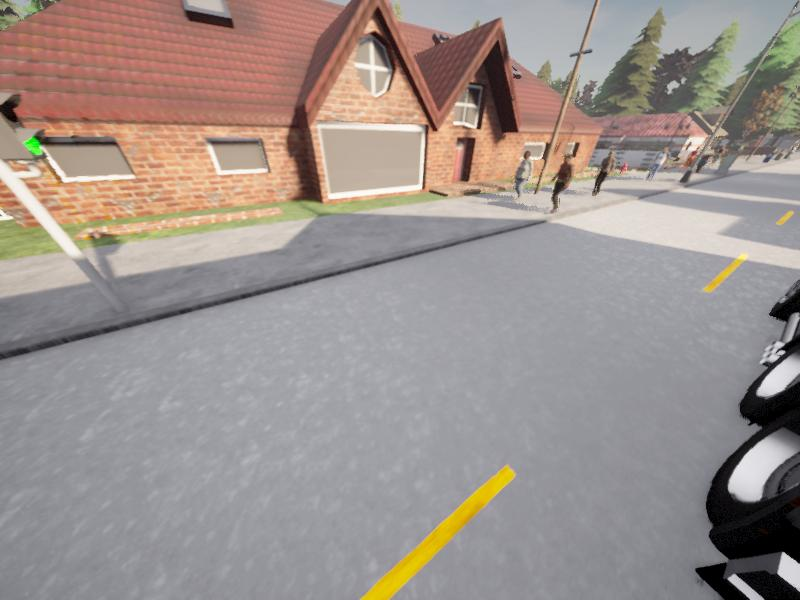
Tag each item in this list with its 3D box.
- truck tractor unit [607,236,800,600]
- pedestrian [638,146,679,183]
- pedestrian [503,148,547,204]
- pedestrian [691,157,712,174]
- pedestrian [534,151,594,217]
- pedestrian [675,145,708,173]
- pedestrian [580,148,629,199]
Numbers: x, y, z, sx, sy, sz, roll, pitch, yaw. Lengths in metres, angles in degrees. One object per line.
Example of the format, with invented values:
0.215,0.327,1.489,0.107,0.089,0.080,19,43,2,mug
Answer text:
5.063,-0.347,0.844,6.516,4.208,3.053,-20,40,-26,truck tractor unit
15.566,-8.165,13.964,0.751,1.860,0.751,-18,39,-25,pedestrian
4.950,-4.958,9.269,0.751,1.860,0.751,-12,37,-17,pedestrian
23.971,-10.708,18.350,0.500,1.100,0.500,-21,40,-28,pedestrian
5.348,-3.841,7.678,0.751,1.860,0.751,-7,36,-11,pedestrian
23.558,-11.424,18.705,0.751,1.860,0.751,-19,40,-26,pedestrian
8.971,-5.572,10.189,0.751,1.860,0.751,-19,40,-26,pedestrian
